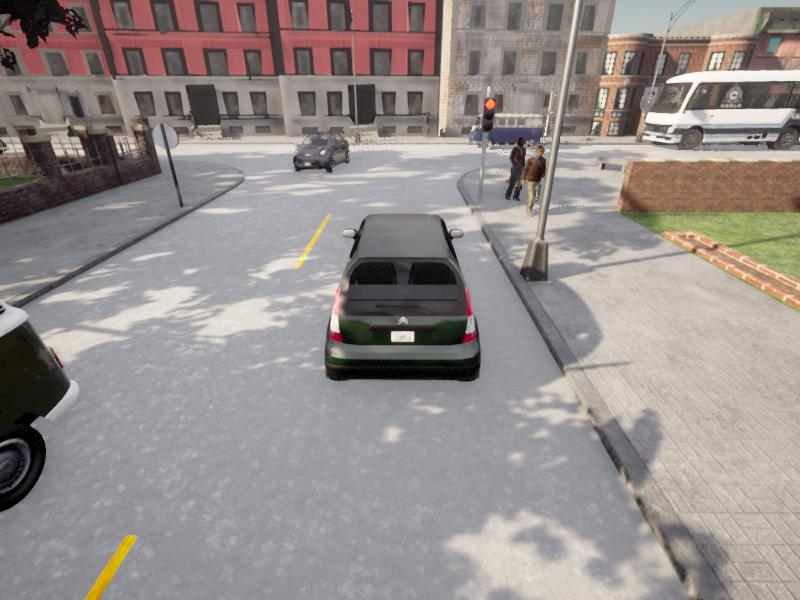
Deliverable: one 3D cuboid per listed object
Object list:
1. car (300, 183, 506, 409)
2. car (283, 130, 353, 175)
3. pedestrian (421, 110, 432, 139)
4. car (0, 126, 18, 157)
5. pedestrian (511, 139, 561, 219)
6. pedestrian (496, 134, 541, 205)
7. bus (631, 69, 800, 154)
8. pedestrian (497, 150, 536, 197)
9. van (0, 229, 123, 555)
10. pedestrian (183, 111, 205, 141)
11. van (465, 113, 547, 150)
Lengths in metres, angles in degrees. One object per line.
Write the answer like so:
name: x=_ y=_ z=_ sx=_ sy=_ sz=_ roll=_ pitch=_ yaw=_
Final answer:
car: x=0.042 y=-0.454 z=5.744 sx=1.851 sy=1.617 sz=3.988 roll=0 pitch=27 yaw=0
car: x=-3.544 y=-6.754 z=18.099 sx=1.845 sy=1.501 sz=3.633 roll=4 pitch=27 yaw=9
pedestrian: x=1.925 y=-12.960 z=29.537 sx=0.751 sy=1.860 sz=0.751 roll=2 pitch=27 yaw=4
car: x=-24.238 y=-8.567 z=21.666 sx=4.892 sy=1.490 sz=1.837 roll=0 pitch=27 yaw=0
pedestrian: x=3.480 y=-3.125 z=10.367 sx=0.751 sy=1.860 sz=0.751 roll=-2 pitch=27 yaw=-3
pedestrian: x=3.446 y=-3.834 z=11.749 sx=0.751 sy=1.860 sz=0.751 roll=-7 pitch=28 yaw=-13
bus: x=20.668 y=-11.409 z=24.171 sx=10.273 sy=4.253 sz=3.944 roll=0 pitch=27 yaw=1
pedestrian: x=3.696 y=-4.048 z=12.779 sx=0.751 sy=1.300 sz=0.751 roll=-14 pitch=30 yaw=-25
van: x=-3.993 y=1.336 z=1.784 sx=2.069 sy=2.038 sz=4.480 roll=0 pitch=27 yaw=1
pedestrian: x=-14.465 y=-12.224 z=28.107 sx=0.751 sy=1.860 sz=0.751 roll=0 pitch=27 yaw=0
van: x=6.479 y=-10.504 z=24.899 sx=4.442 sy=1.987 sz=1.775 roll=0 pitch=27 yaw=0
